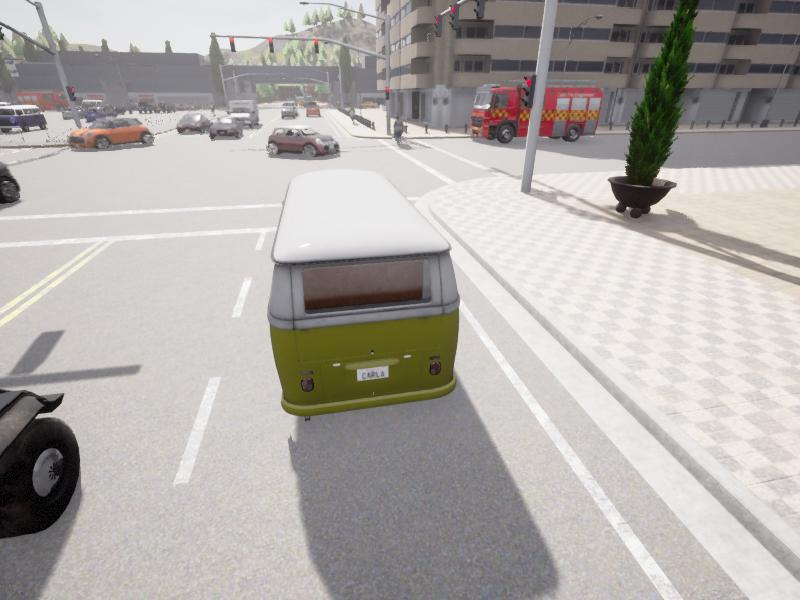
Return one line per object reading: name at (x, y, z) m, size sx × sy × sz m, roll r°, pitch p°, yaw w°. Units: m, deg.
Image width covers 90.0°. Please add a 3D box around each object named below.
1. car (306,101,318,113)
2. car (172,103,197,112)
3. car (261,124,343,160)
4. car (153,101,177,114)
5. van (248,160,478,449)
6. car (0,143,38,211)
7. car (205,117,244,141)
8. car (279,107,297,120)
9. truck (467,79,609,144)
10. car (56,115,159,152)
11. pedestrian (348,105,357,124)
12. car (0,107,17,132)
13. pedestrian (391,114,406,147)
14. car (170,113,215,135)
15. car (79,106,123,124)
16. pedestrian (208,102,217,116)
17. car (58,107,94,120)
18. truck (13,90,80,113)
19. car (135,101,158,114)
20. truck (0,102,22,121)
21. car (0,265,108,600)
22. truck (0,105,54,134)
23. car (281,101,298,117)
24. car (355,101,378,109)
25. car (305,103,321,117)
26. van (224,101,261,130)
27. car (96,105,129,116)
car at (-16.083, -35.351, 73.339) m, size 1.905 × 1.878 × 3.866 m, roll -5°, pitch 28°, yaw -10°
car at (-43.403, -38.808, 80.627) m, size 3.806 × 1.475 × 1.970 m, roll -5°, pitch 28°, yaw -10°
car at (-5.257, -8.594, 21.650) m, size 3.806 × 1.475 × 1.970 m, roll 13°, pitch 30°, yaw 24°
car at (-39.947, -32.802, 68.070) m, size 1.932 × 1.855 × 4.605 m, roll -5°, pitch 28°, yaw -10°
van at (-0.682, -0.530, 5.468) m, size 1.775 × 1.987 × 4.442 m, roll -5°, pitch 28°, yaw -10°
car at (-12.547, -2.994, 10.639) m, size 2.033 × 1.649 × 4.856 m, roll -5°, pitch 28°, yaw -10°
car at (-13.485, -13.286, 30.965) m, size 1.994 × 1.385 × 4.181 m, roll -6°, pitch 28°, yaw -12°
car at (-15.732, -26.329, 56.314) m, size 2.033 × 1.411 × 5.357 m, roll -6°, pitch 28°, yaw -11°
truck at (9.340, -13.072, 27.713) m, size 8.468 × 3.827 × 2.891 m, roll -5°, pitch 28°, yaw -10°
car at (-18.103, -10.521, 25.069) m, size 2.097 × 1.767 × 4.553 m, roll 9°, pitch 29°, yaw 19°
pedestrian at (-5.084, -19.755, 42.616) m, size 0.751 × 1.860 × 0.751 m, roll -5°, pitch 28°, yaw -10°
car at (-35.168, -15.075, 33.585) m, size 1.932 × 1.855 × 4.605 m, roll -5°, pitch 28°, yaw -10°
pedestrian at (-0.105, -10.804, 25.445) m, size 0.751 × 1.860 × 0.751 m, roll -8°, pitch 28°, yaw -14°
car at (-18.121, -15.531, 35.222) m, size 2.163 × 1.488 × 4.792 m, roll -5°, pitch 28°, yaw -10°
car at (-35.283, -21.959, 47.347) m, size 2.242 × 1.667 × 4.611 m, roll -5°, pitch 28°, yaw -10°
pedestrian at (-27.386, -27.883, 58.459) m, size 0.751 × 1.860 × 0.751 m, roll -6°, pitch 28°, yaw -11°
car at (-42.054, -24.277, 52.023) m, size 1.970 × 1.475 × 3.806 m, roll -5°, pitch 28°, yaw -10°
truck at (-67.359, -37.981, 76.388) m, size 8.468 × 3.827 × 2.891 m, roll -5°, pitch 28°, yaw -9°
car at (-42.796, -32.565, 67.619) m, size 1.905 × 1.878 × 3.866 m, roll -5°, pitch 28°, yaw -10°
truck at (-50.562, -23.785, 50.342) m, size 2.069 × 2.038 × 4.478 m, roll -5°, pitch 28°, yaw -10°
car at (-3.362, 1.528, 1.573) m, size 1.905 × 1.878 × 3.866 m, roll -5°, pitch 28°, yaw -10°
truck at (-32.342, -15.449, 34.103) m, size 2.069 × 2.038 × 4.478 m, roll -5°, pitch 28°, yaw -10°
car at (-17.256, -30.013, 62.775) m, size 2.150 × 2.045 × 5.566 m, roll -5°, pitch 28°, yaw -10°
car at (-8.022, -47.080, 96.495) m, size 5.366 × 1.575 × 1.801 m, roll -5°, pitch 28°, yaw -10°
car at (-13.294, -28.997, 61.067) m, size 2.097 × 1.767 × 4.553 m, roll -5°, pitch 28°, yaw -10°
van at (-15.829, -18.845, 40.629) m, size 2.351 × 2.431 × 6.366 m, roll -5°, pitch 28°, yaw -10°
car at (-44.208, -29.227, 61.638) m, size 2.033 × 1.415 × 5.357 m, roll -5°, pitch 28°, yaw -10°
